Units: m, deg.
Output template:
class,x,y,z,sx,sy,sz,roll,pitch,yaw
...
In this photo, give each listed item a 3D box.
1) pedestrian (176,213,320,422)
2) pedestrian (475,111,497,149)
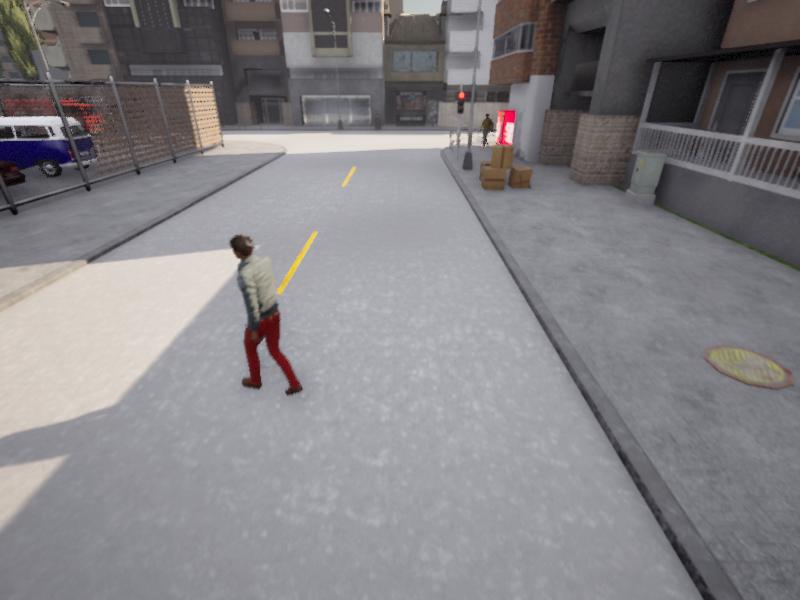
class,x,y,z,sx,sy,sz,roll,pitch,yaw
pedestrian,-1.424,0.173,4.029,0.751,1.860,0.751,12,30,21
pedestrian,4.732,-9.367,22.005,0.751,1.860,0.751,21,34,34
